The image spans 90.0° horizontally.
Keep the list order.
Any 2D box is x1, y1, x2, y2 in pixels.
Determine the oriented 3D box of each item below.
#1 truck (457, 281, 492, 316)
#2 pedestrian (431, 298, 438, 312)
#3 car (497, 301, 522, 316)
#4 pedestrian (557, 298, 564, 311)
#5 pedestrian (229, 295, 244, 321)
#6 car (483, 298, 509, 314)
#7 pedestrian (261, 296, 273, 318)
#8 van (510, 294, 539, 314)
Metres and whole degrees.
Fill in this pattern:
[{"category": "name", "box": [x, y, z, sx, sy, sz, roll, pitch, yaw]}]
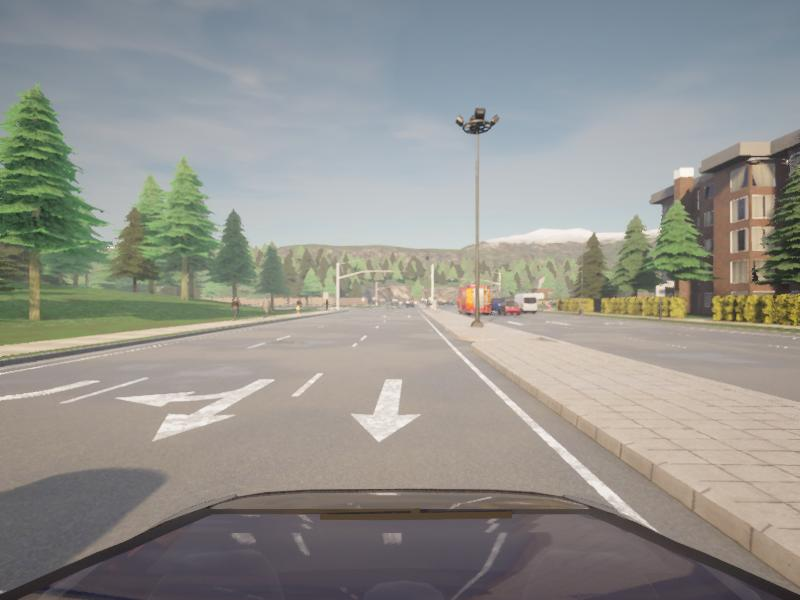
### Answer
[{"category": "truck", "box": [8.923, -0.155, 49.077, 2.891, 3.827, 8.468, 0, 0, 1]}, {"category": "pedestrian", "box": [4.437, 0.660, 51.585, 0.751, 1.860, 0.751, 0, 0, -7]}, {"category": "car", "box": [12.308, 0.942, 45.260, 1.851, 1.617, 3.988, 0, 0, 2]}, {"category": "pedestrian", "box": [22.777, 0.678, 56.858, 0.751, 1.860, 0.751, 0, 0, -2]}, {"category": "pedestrian", "box": [-11.694, 0.571, 28.623, 0.751, 1.860, 0.751, 0, 0, 3]}, {"category": "car", "box": [12.496, 0.747, 52.391, 2.150, 2.045, 5.566, 0, 0, 1]}, {"category": "pedestrian", "box": [-11.241, 0.588, 33.749, 0.751, 1.860, 0.751, 0, 0, 3]}, {"category": "van", "box": [15.990, 0.498, 51.785, 1.988, 2.561, 5.915, 0, 0, 1]}]
